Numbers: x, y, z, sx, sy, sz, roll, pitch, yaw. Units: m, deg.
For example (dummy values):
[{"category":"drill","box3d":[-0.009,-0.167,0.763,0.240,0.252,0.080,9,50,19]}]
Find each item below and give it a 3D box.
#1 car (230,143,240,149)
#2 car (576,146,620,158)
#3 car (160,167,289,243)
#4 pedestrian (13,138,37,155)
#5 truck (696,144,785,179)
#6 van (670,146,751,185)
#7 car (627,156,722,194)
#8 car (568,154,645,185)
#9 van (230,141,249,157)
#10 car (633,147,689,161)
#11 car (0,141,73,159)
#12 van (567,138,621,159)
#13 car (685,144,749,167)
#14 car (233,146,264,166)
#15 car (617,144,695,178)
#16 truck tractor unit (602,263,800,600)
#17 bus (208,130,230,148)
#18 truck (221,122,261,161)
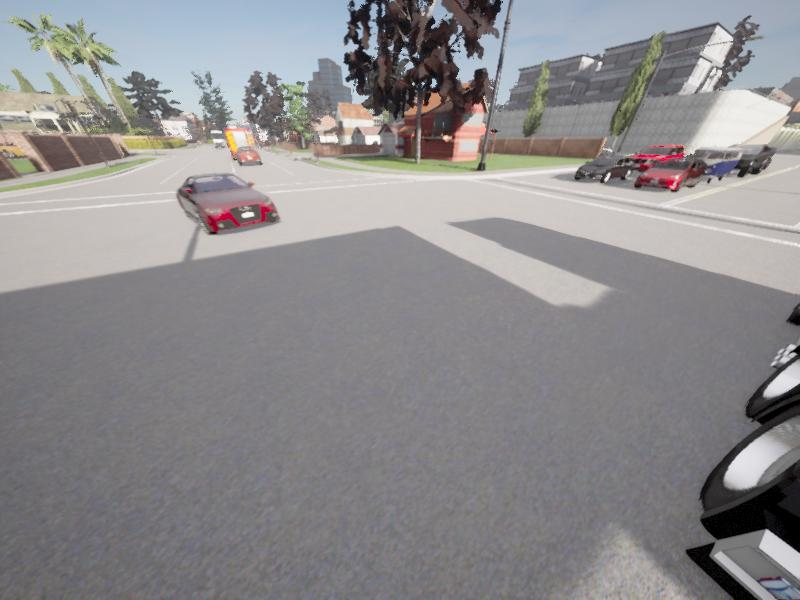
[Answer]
[{"category":"car","box3d":[-46.087,-43.120,64.619,1.895,1.301,4.718,-19,39,-26]},{"category":"car","box3d":[34.111,-25.703,40.051,2.033,1.411,5.357,-18,39,-25]},{"category":"car","box3d":[-5.785,-3.329,7.553,4.181,1.385,1.994,27,43,33]},{"category":"pedestrian","box3d":[-52.248,-21.380,32.168,0.751,1.860,0.751,-19,39,-26]},{"category":"truck","box3d":[27.468,-11.291,18.642,6.274,2.098,2.390,-17,39,-24]},{"category":"van","box3d":[21.039,-9.203,15.690,4.442,1.987,1.775,-18,39,-24]},{"category":"car","box3d":[15.759,-7.288,13.298,4.514,1.525,2.007,-18,39,-24]},{"category":"car","box3d":[14.202,-9.075,15.886,4.892,1.490,1.837,-18,39,-24]},{"category":"van","box3d":[-26.205,-24.735,37.704,1.775,1.987,4.442,-21,40,-27]},{"category":"car","box3d":[38.362,-21.610,34.087,2.128,1.511,4.902,-18,39,-25]},{"category":"car","box3d":[-43.147,-17.591,27.074,5.027,1.636,2.152,-19,39,-26]},{"category":"van","box3d":[31.457,-24.823,37.750,1.988,2.561,5.915,-19,40,-25]},{"category":"car","box3d":[36.624,-16.887,26.951,1.932,1.855,4.605,13,38,13]},{"category":"car","box3d":[-16.597,-15.805,25.240,2.152,1.651,5.027,-19,39,-26]},{"category":"car","box3d":[20.834,-11.440,18.855,5.566,2.045,2.150,-18,39,-24]},{"category":"truck tractor unit","box3d":[5.114,-0.297,0.783,6.516,4.208,3.053,-18,39,-24]},{"category":"bus","box3d":[-57.161,-50.967,73.244,3.944,4.253,10.273,-19,39,-26]},{"category":"truck","box3d":[-21.405,-21.185,31.018,2.891,3.827,8.468,-19,39,-25]}]
